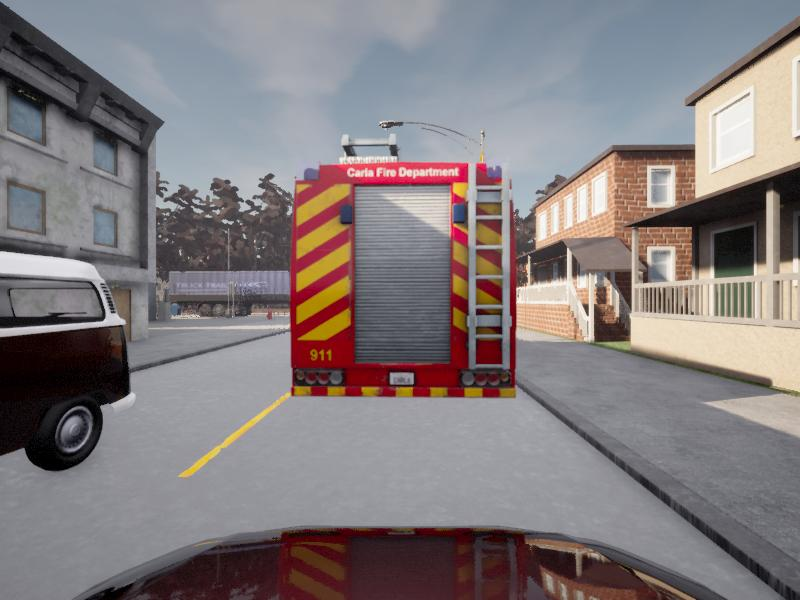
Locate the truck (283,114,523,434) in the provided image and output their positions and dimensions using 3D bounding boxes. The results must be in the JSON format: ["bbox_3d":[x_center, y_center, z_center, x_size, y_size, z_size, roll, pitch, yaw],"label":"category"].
[{"bbox_3d":[0.169,-0.319,9.057,2.891,3.827,8.468,0,0,2],"label":"truck"}]

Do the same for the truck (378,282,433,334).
[{"bbox_3d":[0.384,0.364,21.795,2.627,2.467,5.204,0,1,3],"label":"truck"}]

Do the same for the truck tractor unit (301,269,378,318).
[{"bbox_3d":[-5.333,-0.524,36.204,6.516,4.208,3.053,0,0,1],"label":"truck tractor unit"}]

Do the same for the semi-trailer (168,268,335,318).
[{"bbox_3d":[-13.246,-0.619,36.383,14.254,4.402,2.717,0,0,1],"label":"semi-trailer"}]

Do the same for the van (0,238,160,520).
[{"bbox_3d":[-3.935,0.572,2.540,2.069,2.038,4.480,0,0,1],"label":"van"}]
